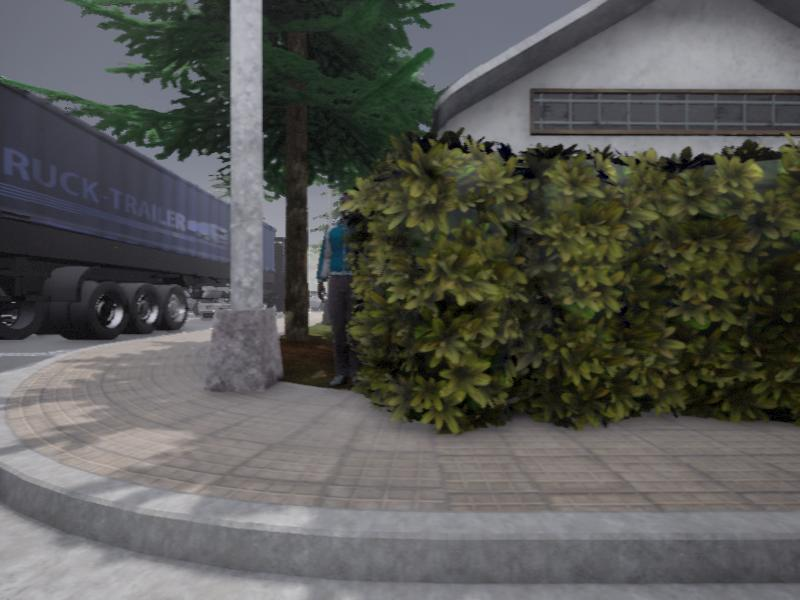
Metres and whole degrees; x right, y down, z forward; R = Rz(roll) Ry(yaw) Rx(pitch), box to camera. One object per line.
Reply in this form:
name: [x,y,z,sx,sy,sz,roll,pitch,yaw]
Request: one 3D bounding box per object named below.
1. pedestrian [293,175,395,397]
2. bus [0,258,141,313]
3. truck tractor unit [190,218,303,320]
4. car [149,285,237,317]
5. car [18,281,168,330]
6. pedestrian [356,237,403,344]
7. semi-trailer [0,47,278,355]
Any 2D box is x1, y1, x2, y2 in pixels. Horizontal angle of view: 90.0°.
pedestrian: [-0.491,-0.117,3.793,0.751,1.860,0.751,0,0,11]
bus: [-27.593,-1.120,32.729,10.273,4.253,3.944,0,0,0]
truck tractor unit: [-7.142,-1.312,19.764,3.053,4.208,6.516,0,0,0]
car: [-10.660,0.043,21.153,2.128,1.511,4.902,0,0,0]
car: [-10.630,0.176,14.406,1.812,1.442,4.674,-1,0,0]
pedestrian: [-0.351,-0.166,7.330,0.751,1.860,0.751,0,0,5]
semi-trailer: [-7.108,-1.408,11.852,2.717,4.402,14.254,0,0,0]
